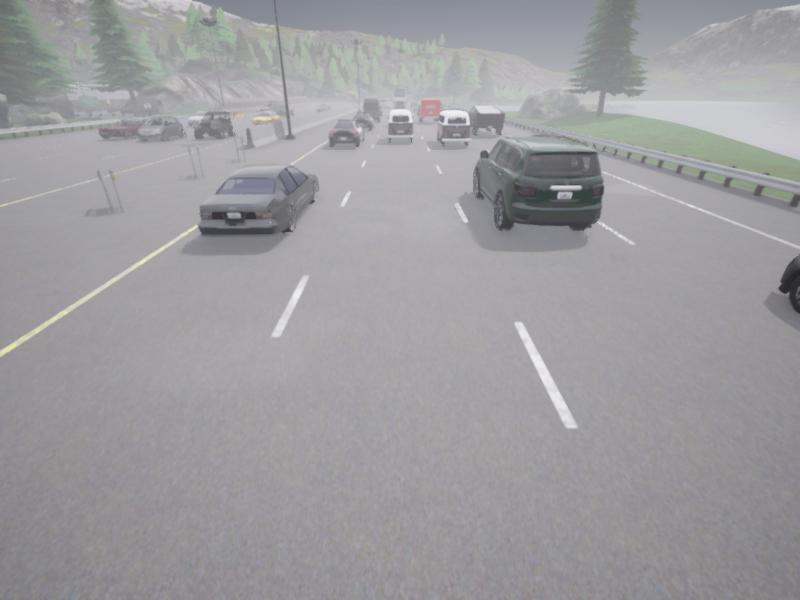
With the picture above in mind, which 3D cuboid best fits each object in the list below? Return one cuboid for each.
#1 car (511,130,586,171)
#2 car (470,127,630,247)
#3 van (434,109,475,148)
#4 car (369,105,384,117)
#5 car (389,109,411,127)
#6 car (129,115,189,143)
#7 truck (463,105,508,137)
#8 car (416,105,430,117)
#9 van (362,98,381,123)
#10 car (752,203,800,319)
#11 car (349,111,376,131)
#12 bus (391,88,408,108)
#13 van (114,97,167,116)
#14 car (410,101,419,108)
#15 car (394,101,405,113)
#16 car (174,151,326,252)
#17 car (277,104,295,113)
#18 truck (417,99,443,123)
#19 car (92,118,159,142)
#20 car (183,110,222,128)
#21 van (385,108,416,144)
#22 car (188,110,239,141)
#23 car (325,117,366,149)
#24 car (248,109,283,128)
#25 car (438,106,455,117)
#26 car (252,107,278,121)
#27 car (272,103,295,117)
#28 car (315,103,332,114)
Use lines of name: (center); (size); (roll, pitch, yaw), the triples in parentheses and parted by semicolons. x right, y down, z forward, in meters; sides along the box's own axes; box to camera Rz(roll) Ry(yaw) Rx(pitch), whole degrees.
car: (6.993, -7.373, 19.439); (1.895, 1.301, 4.718); (0, 27, 0)
car: (3.495, -3.373, 10.893); (2.150, 2.045, 5.566); (0, 28, 0)
van: (3.489, -11.389, 26.438); (2.069, 2.038, 4.480); (0, 27, 0)
car: (-3.524, -28.663, 60.565); (2.007, 1.525, 4.514); (0, 27, 0)
car: (-0.013, -19.270, 42.318); (2.128, 1.511, 4.902); (0, 27, 0)
car: (-17.514, -12.577, 29.359); (1.851, 1.617, 3.988); (0, 27, 0)
truck: (6.986, -15.116, 33.576); (2.390, 2.098, 6.274); (0, 27, 0)
car: (3.473, -28.703, 60.624); (1.816, 1.474, 4.193); (0, 27, 0)
van: (-3.374, -23.125, 48.700); (1.988, 2.561, 5.915); (-1, 27, -1)
car: (6.997, 0.224, 4.458); (2.007, 1.525, 4.514); (0, 27, 0)
car: (-3.514, -17.156, 38.223); (2.038, 1.542, 4.974); (0, 27, 0)
bus: (-0.166, -49.628, 98.187); (3.944, 4.253, 10.273); (0, 27, 0)
van: (-38.351, -28.738, 59.348); (5.915, 2.561, 1.988); (0, 27, 0)
car: (3.460, -47.754, 97.589); (2.007, 1.525, 4.514); (0, 27, 0)
car: (-0.030, -35.545, 73.486); (1.905, 1.878, 3.866); (0, 27, 0)
car: (-3.502, -2.886, 10.705); (2.033, 1.411, 5.357); (0, 27, 0)
car: (-21.030, -35.344, 73.856); (1.895, 1.301, 4.718); (0, 27, 0)
truck: (3.486, -22.537, 47.588); (2.627, 2.467, 5.204); (0, 27, 0)
car: (-21.012, -13.188, 30.908); (1.895, 1.301, 4.718); (0, 27, 0)
car: (-21.018, -19.429, 42.846); (1.812, 1.442, 4.674); (0, 27, 0)
van: (0.033, -12.564, 28.746); (2.069, 2.038, 4.480); (0, 28, 0)
car: (-14.014, -13.256, 30.339); (1.905, 1.878, 3.866); (0, 27, 0)
car: (-3.511, -11.271, 26.815); (2.038, 1.542, 4.974); (0, 27, 0)
car: (-14.017, -19.079, 41.970); (1.801, 1.575, 5.366); (0, 27, 0)
car: (6.976, -28.479, 60.361); (1.895, 1.301, 4.718); (0, 27, 0)
car: (-17.521, -24.226, 52.088); (1.970, 1.475, 3.806); (0, 27, 0)
car: (-17.525, -28.803, 60.625); (2.097, 1.767, 4.553); (0, 27, 0)
car: (-14.029, -35.397, 73.875); (2.152, 1.651, 5.027); (0, 27, 0)
